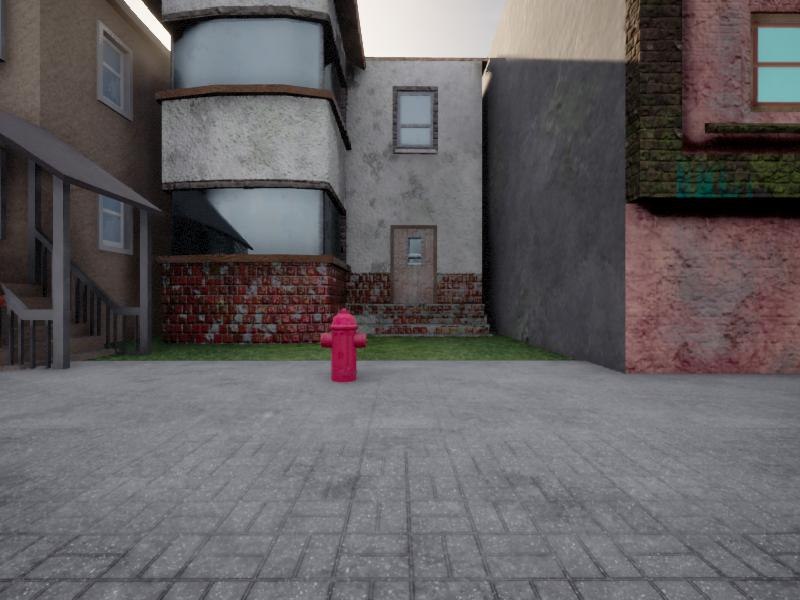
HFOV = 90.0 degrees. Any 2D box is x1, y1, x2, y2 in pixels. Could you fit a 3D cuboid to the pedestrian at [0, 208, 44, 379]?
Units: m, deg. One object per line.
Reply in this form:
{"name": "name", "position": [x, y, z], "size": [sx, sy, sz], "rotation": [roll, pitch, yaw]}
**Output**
{"name": "pedestrian", "position": [-4.724, -0.067, 4.510], "size": [0.751, 1.860, 0.751], "rotation": [0, 0, 2]}
